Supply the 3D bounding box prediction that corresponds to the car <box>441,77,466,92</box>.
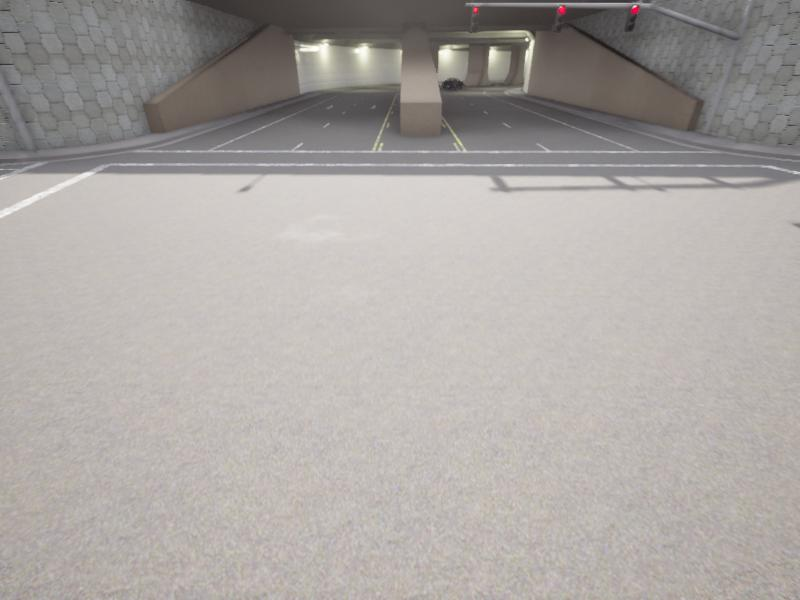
[{"bbox_3d":[7.617,-30.728,57.013,2.152,1.651,5.027,12,32,20],"label":"car"}]
